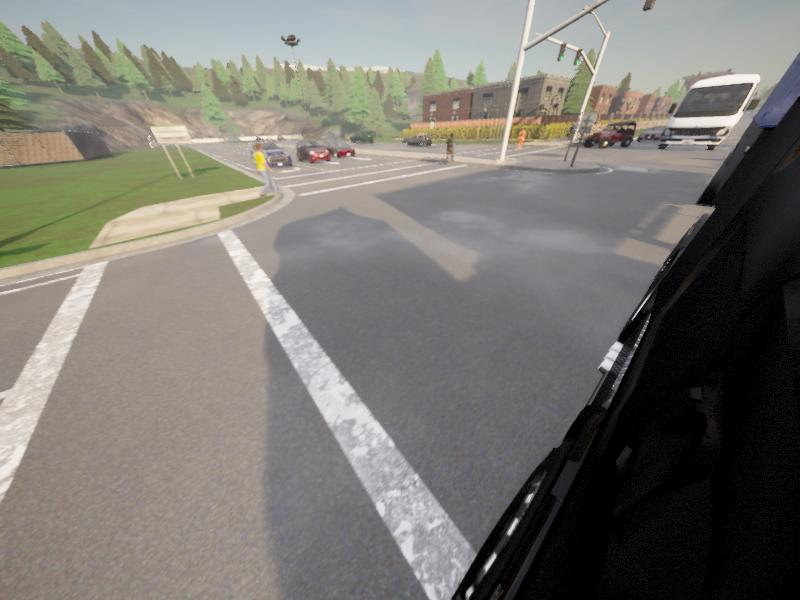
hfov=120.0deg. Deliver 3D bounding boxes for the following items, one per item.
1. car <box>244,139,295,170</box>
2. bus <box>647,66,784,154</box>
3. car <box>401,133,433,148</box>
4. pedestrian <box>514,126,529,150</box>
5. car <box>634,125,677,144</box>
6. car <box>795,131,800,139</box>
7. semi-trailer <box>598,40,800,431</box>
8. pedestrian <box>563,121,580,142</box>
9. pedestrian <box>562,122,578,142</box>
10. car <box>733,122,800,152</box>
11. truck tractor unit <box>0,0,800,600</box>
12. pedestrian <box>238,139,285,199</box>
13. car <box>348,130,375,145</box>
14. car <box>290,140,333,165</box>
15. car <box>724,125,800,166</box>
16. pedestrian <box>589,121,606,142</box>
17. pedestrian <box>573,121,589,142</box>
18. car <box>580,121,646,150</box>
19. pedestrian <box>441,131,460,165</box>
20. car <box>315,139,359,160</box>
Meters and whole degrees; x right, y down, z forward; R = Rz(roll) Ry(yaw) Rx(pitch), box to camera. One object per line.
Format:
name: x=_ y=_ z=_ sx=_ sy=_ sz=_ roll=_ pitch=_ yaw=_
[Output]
car: x=-10.559 y=-11.768 z=18.577 sx=2.097 sy=1.767 sz=4.553 roll=-27 pitch=43 yaw=-30
bus: x=24.499 y=-14.527 z=18.155 sx=10.273 sy=4.253 sz=3.944 roll=-28 pitch=44 yaw=-30
car: x=2.241 y=-21.758 z=31.503 sx=3.806 sy=1.475 sz=1.970 roll=23 pitch=43 yaw=30
pedestrian: x=11.955 y=-15.910 z=22.714 sx=0.751 sy=1.860 sz=0.751 roll=17 pitch=41 yaw=24
car: x=27.186 y=-17.636 z=24.585 sx=4.181 sy=1.385 sz=1.994 roll=-26 pitch=43 yaw=-28
car: x=39.784 y=-16.131 z=21.731 sx=3.806 sy=1.475 sz=1.970 roll=-28 pitch=44 yaw=-30
semi-trailer: x=8.700 y=-3.586 z=4.251 sx=14.254 sy=4.402 sz=2.717 roll=-28 pitch=44 yaw=-30
pedestrian: x=19.702 y=-19.350 z=26.550 sx=0.751 sy=1.860 sz=0.751 roll=-21 pitch=41 yaw=-23
pedestrian: x=19.933 y=-19.710 z=27.092 sx=0.751 sy=1.860 sz=0.751 roll=-27 pitch=43 yaw=-29
car: x=26.475 y=-11.813 z=16.689 sx=4.902 sy=1.511 sz=2.128 roll=-28 pitch=44 yaw=-30
truck tractor unit: x=2.645 y=-0.295 z=0.351 sx=6.516 sy=4.208 sz=3.053 roll=-28 pitch=44 yaw=-30
pedestrian: x=-5.150 y=-4.902 z=8.686 sx=0.751 sy=1.860 sz=0.751 roll=-30 pitch=45 yaw=-32
car: x=-7.188 y=-30.182 z=42.896 sx=2.150 sy=2.045 sz=5.566 roll=-28 pitch=44 yaw=-30
car: x=-7.780 y=-13.043 z=20.282 sx=1.851 sy=1.617 sz=3.988 roll=-27 pitch=43 yaw=-30
car: x=20.412 y=-7.454 z=11.132 sx=1.801 sy=1.575 sz=5.366 roll=-27 pitch=43 yaw=-30
pedestrian: x=21.976 y=-18.762 z=25.698 sx=0.751 sy=1.860 sz=0.751 roll=25 pitch=45 yaw=32
pedestrian: x=20.902 y=-19.428 z=26.656 sx=0.751 sy=1.860 sz=0.751 roll=27 pitch=46 yaw=33
car: x=19.356 y=-15.029 z=21.110 sx=3.866 sy=1.878 sz=1.905 roll=-8 pitch=37 yaw=-8
pedestrian: x=3.399 y=-10.243 z=15.609 sx=0.751 sy=1.860 sz=0.751 roll=-28 pitch=43 yaw=-30
car: x=-6.489 y=-15.385 z=23.457 sx=2.163 sy=1.488 sz=4.792 roll=-27 pitch=43 yaw=-30
